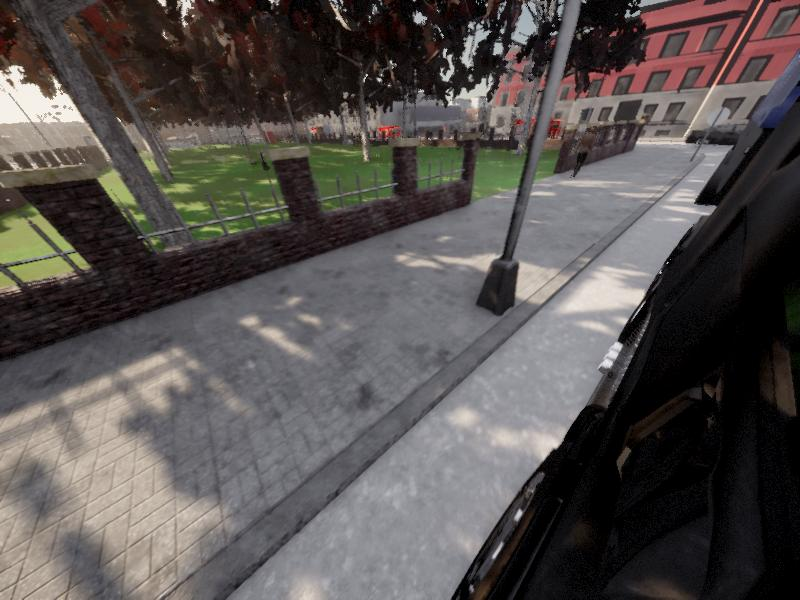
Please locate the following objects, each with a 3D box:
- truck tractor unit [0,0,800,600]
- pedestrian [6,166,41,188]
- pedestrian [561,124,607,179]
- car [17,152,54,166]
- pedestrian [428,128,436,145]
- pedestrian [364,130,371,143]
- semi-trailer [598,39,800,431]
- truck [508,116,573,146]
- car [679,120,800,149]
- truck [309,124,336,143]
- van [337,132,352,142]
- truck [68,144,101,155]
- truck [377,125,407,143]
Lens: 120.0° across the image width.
[{"bbox_3d":[2.645,-0.295,0.351,6.516,4.208,3.053,-28,44,-30],"label":"truck tractor unit"},{"bbox_3d":[-22.657,-7.421,13.928,0.500,1.100,0.500,-25,42,-27],"label":"pedestrian"},{"bbox_3d":[7.669,-6.192,9.691,0.751,1.860,0.751,-28,44,-30],"label":"pedestrian"},{"bbox_3d":[-56.687,-22.073,36.035,1.812,1.442,4.674,-28,44,-30],"label":"car"},{"bbox_3d":[4.311,-22.197,31.339,0.751,1.860,0.751,-28,43,-30],"label":"pedestrian"},{"bbox_3d":[-5.864,-29.173,41.336,0.751,1.860,0.751,-28,43,-30],"label":"pedestrian"},{"bbox_3d":[8.675,-3.618,4.254,14.254,4.402,2.717,-28,44,-30],"label":"semi-trailer"},{"bbox_3d":[15.638,-19.046,26.090,2.627,2.467,5.204,-28,44,-30],"label":"truck"},{"bbox_3d":[25.002,-12.273,17.199,1.882,1.535,5.008,-28,43,-30],"label":"car"},{"bbox_3d":[-20.567,-44.205,61.347,2.891,3.827,8.468,-28,44,-30],"label":"truck"},{"bbox_3d":[-14.711,-43.231,61.182,1.775,1.987,4.442,-28,44,-30],"label":"van"},{"bbox_3d":[-81.776,-39.064,59.857,6.274,2.098,2.390,10,39,17],"label":"truck"},{"bbox_3d":[-1.484,-30.785,42.926,2.627,2.467,5.204,-28,43,-30],"label":"truck"}]
